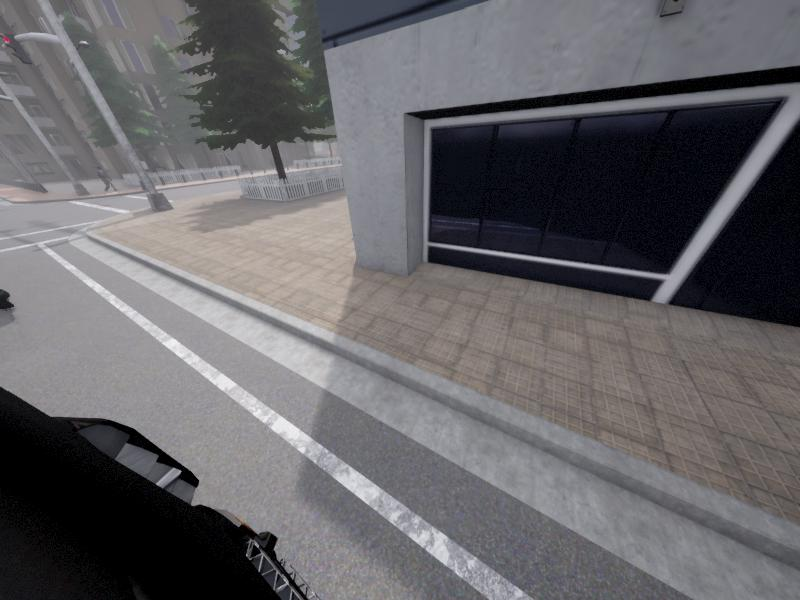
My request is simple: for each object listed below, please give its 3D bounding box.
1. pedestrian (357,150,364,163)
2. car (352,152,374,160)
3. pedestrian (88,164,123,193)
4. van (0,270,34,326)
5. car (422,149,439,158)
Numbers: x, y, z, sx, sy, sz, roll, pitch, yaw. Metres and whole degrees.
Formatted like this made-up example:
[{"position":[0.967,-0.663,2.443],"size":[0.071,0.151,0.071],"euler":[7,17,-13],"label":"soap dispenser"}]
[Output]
[{"position":[-6.789,-24.706,39.709],"size":[0.751,1.860,0.751],"euler":[18,39,29],"label":"pedestrian"},{"position":[-8.387,-32.890,52.753],"size":[4.514,1.525,2.007],"euler":[15,38,25],"label":"car"},{"position":[-22.360,-9.190,17.545],"size":[0.751,1.860,0.751],"euler":[17,39,28],"label":"pedestrian"},{"position":[-8.853,-0.649,3.816],"size":[4.442,1.987,1.775],"euler":[15,38,25],"label":"van"},{"position":[6.406,-30.475,48.014],"size":[1.837,1.490,4.892],"euler":[15,37,24],"label":"car"}]
